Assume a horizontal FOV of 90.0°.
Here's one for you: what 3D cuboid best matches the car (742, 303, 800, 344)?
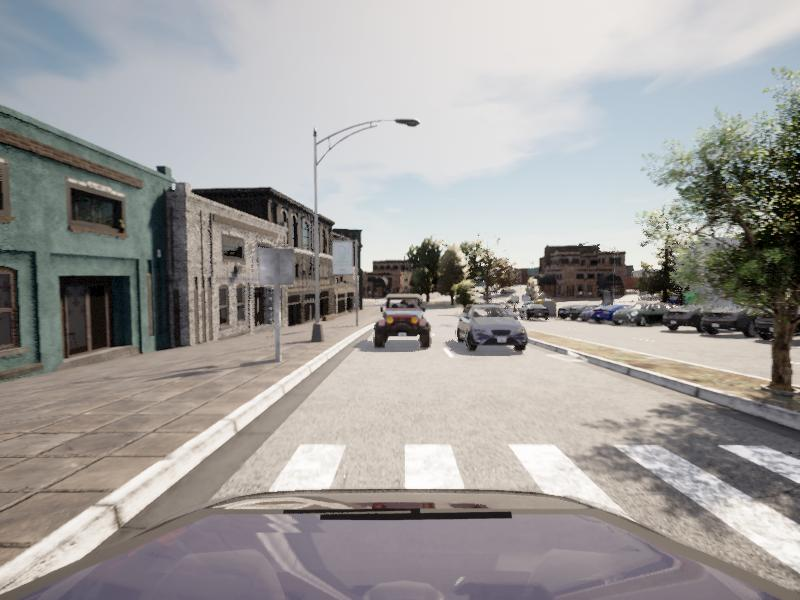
[{"bbox_3d":[16.984,0.941,16.479,4.892,1.521,2.231,1,-1,-19],"label":"car"}]

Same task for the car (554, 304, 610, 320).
[{"bbox_3d":[18.204,1.241,40.086,4.792,1.488,2.163,1,-1,-15],"label":"car"}]

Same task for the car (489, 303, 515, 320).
[{"bbox_3d":[10.152,1.130,40.026,1.851,1.617,3.988,0,-1,5],"label":"car"}]

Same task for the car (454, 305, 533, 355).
[{"bbox_3d":[3.057,0.908,13.990,1.816,1.474,4.193,0,0,1],"label":"car"}]

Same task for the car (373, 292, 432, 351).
[{"bbox_3d":[0.109,0.702,14.841,1.905,1.878,3.866,0,0,1],"label":"car"}]

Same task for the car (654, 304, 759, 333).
[{"bbox_3d":[17.115,1.000,22.392,4.892,1.521,2.231,1,-1,-18],"label":"car"}]

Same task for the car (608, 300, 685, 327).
[{"bbox_3d":[17.396,0.939,28.299,4.553,1.767,2.185,1,0,-17],"label":"car"}]

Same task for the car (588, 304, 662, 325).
[{"bbox_3d":[17.519,1.098,31.239,5.008,1.535,2.097,1,-1,-16],"label":"car"}]

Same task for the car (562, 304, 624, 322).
[{"bbox_3d":[17.922,1.173,37.134,4.892,1.521,2.231,1,-1,-15],"label":"car"}]

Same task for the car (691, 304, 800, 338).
[{"bbox_3d":[17.037,0.969,19.437,4.892,1.521,2.231,1,-1,-18],"label":"car"}]

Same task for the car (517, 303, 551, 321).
[{"bbox_3d":[13.105,1.123,39.391,1.930,1.638,5.238,0,-1,5],"label":"car"}]

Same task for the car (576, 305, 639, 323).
[{"bbox_3d":[17.715,1.175,34.182,4.674,1.452,2.002,1,0,-16],"label":"car"}]
